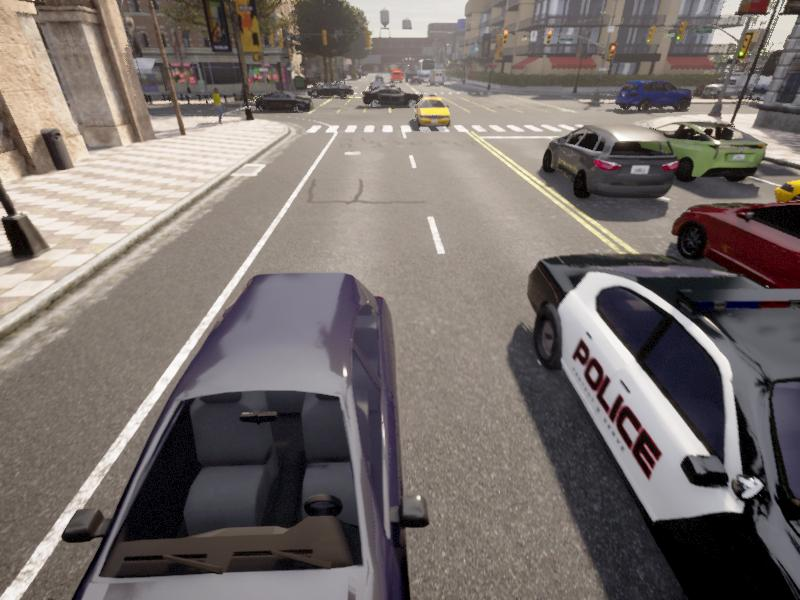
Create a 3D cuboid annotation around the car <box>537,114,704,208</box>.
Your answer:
[{"bbox_3d":[5.812,-4.174,11.470,2.242,1.667,4.611,1,30,1],"label":"car"}]

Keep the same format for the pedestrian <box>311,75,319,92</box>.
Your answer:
[{"bbox_3d":[-10.574,-27.035,50.021,0.751,1.860,0.751,-4,31,-6],"label":"pedestrian"}]

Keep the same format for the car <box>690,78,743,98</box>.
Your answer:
[{"bbox_3d":[35.107,-23.586,44.419,3.866,1.878,1.905,-1,30,-2],"label":"car"}]

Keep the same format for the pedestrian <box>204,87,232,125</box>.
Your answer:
[{"bbox_3d":[-10.107,-10.789,22.256,0.751,1.860,0.751,7,31,12],"label":"pedestrian"}]

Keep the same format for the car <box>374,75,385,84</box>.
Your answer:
[{"bbox_3d":[-4.208,-45.404,82.171,2.128,1.511,4.902,-1,30,-2],"label":"car"}]

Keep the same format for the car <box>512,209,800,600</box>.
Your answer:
[{"bbox_3d":[2.650,0.839,3.044,2.038,1.542,4.974,-1,30,-1],"label":"car"}]

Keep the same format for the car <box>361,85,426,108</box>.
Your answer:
[{"bbox_3d":[-0.556,-17.095,33.589,5.238,1.638,1.930,-1,30,-2],"label":"car"}]

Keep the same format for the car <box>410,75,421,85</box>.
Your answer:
[{"bbox_3d":[3.015,-42.433,77.082,1.812,1.442,4.674,-1,30,-2],"label":"car"}]

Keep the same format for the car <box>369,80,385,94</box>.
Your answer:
[{"bbox_3d":[-2.917,-27.806,52.145,1.994,1.385,4.181,-1,30,-2],"label":"car"}]

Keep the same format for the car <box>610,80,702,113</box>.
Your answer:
[{"bbox_3d":[19.642,-15.752,30.876,5.566,2.045,2.150,-6,31,-9],"label":"car"}]

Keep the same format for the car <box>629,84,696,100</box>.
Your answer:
[{"bbox_3d":[26.986,-21.477,41.295,5.357,1.411,2.033,-1,30,-2],"label":"car"}]

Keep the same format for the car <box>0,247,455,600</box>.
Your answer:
[{"bbox_3d":[-0.800,1.055,2.699,1.845,1.501,3.633,-1,30,-2],"label":"car"}]

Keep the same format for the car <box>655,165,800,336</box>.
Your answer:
[{"bbox_3d":[6.066,-0.757,5.825,1.816,1.474,4.193,-1,30,-2],"label":"car"}]

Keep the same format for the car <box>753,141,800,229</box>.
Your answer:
[{"bbox_3d":[9.524,-1.496,6.979,1.801,1.575,5.366,-1,30,-2],"label":"car"}]

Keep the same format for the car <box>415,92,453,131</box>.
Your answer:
[{"bbox_3d":[1.864,-11.193,23.559,1.801,1.575,5.366,0,30,0],"label":"car"}]

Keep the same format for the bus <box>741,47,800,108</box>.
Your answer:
[{"bbox_3d":[36.456,-18.887,34.026,10.273,4.253,3.944,-1,30,-2],"label":"bus"}]

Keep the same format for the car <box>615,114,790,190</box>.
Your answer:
[{"bbox_3d":[9.271,-4.939,12.917,2.007,1.525,4.514,-1,30,-2],"label":"car"}]

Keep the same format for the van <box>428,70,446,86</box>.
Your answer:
[{"bbox_3d":[6.681,-40.664,73.074,2.351,2.431,6.366,-1,30,-2],"label":"van"}]

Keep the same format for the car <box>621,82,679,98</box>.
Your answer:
[{"bbox_3d":[27.610,-23.295,44.314,4.792,1.488,2.163,-1,30,-2],"label":"car"}]

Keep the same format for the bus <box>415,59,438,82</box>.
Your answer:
[{"bbox_3d":[5.801,-51.757,90.229,3.944,4.253,10.273,-1,30,-2],"label":"bus"}]

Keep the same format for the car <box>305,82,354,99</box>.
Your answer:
[{"bbox_3d":[-7.566,-22.732,43.362,4.902,1.511,2.128,-1,30,-2],"label":"car"}]

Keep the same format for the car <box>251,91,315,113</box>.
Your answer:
[{"bbox_3d":[-8.769,-15.075,30.416,4.181,1.385,1.994,-1,30,-2],"label":"car"}]

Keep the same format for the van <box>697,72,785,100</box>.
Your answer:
[{"bbox_3d":[35.034,-22.057,41.255,6.366,2.431,2.351,-1,30,-2],"label":"van"}]

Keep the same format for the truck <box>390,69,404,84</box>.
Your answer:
[{"bbox_3d":[-0.683,-45.540,81.379,2.627,2.467,5.204,-1,30,-2],"label":"truck"}]
